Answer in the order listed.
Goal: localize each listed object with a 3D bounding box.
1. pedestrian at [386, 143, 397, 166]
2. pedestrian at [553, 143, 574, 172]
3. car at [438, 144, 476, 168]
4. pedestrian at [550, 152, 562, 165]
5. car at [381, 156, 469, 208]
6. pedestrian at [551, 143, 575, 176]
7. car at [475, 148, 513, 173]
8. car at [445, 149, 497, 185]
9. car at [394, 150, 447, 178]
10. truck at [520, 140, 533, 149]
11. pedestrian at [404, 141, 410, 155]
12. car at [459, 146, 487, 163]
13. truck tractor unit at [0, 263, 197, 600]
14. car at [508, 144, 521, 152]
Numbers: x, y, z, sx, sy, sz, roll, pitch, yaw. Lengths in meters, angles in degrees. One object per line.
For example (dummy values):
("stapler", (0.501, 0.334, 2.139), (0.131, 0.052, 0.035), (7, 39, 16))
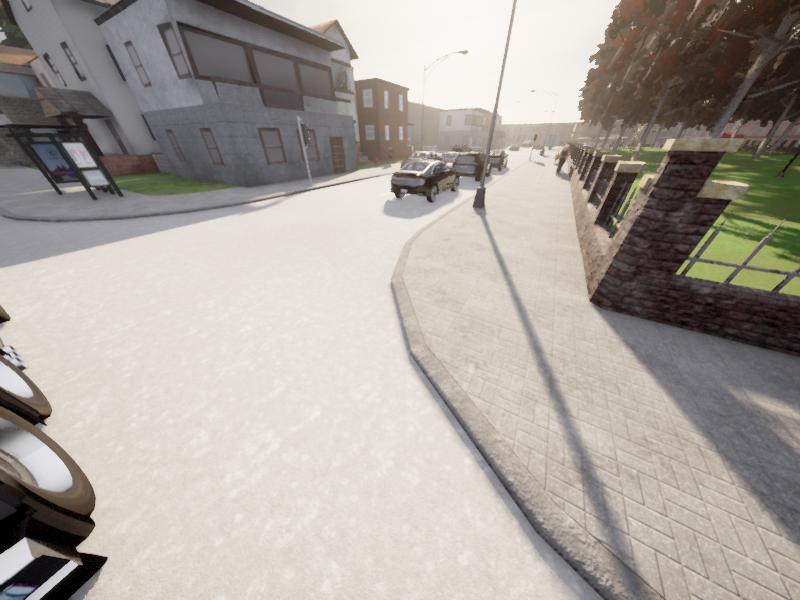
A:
("pedestrian", (-0.817, -13.908, 22.101), (0.751, 1.860, 0.751), (20, 40, 26))
("pedestrian", (12.730, -11.154, 18.059), (0.751, 1.860, 0.751), (18, 39, 24))
("car", (5.735, -14.480, 23.087), (1.932, 1.855, 4.605), (20, 40, 27))
("pedestrian", (15.182, -13.796, 22.496), (0.500, 1.100, 0.500), (12, 37, 17))
("car", (1.379, -5.811, 10.999), (2.128, 1.511, 4.902), (18, 39, 25))
("pedestrian", (11.311, -9.776, 16.091), (0.751, 1.860, 0.751), (18, 39, 24))
("car", (8.408, -12.483, 20.524), (2.128, 1.511, 4.902), (16, 38, 22))
("car", (4.919, -9.144, 15.655), (2.033, 1.649, 4.856), (17, 38, 23))
("car", (1.739, -10.720, 18.040), (2.128, 1.511, 4.902), (18, 39, 24))
("truck", (38.230, -46.935, 69.619), (2.390, 2.098, 6.274), (18, 39, 24))
("pedestrian", (1.150, -24.121, 36.727), (0.751, 1.860, 0.751), (9, 36, 13))
("car", (9.034, -17.921, 28.337), (1.837, 1.490, 4.892), (18, 39, 24))
("truck tractor unit", (-5.114, -0.296, 0.788), (6.516, 4.208, 3.053), (18, 39, 24))
("car", (26.404, -34.939, 53.063), (1.812, 1.442, 4.674), (18, 39, 24))
